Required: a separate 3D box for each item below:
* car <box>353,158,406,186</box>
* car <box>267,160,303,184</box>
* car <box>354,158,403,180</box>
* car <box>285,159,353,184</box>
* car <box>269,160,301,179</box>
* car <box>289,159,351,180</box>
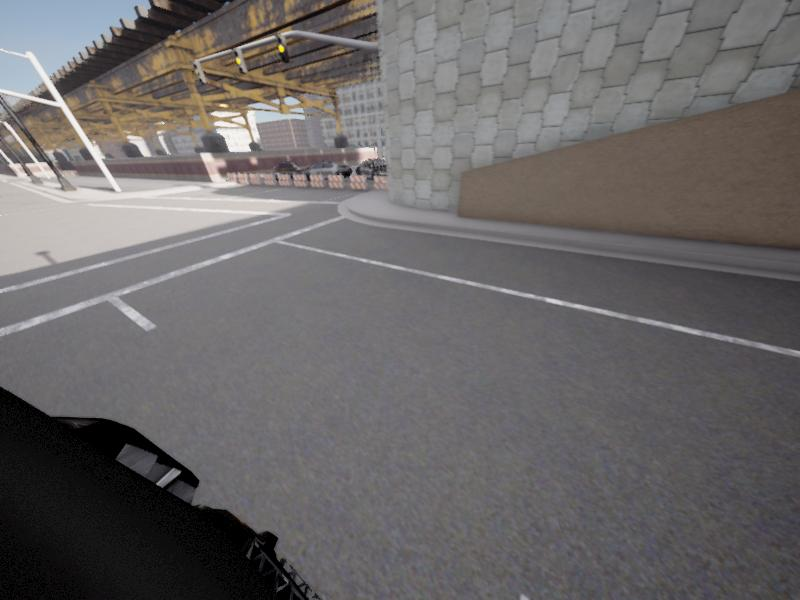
[{"bbox_3d":[-1.708,-9.990,17.802,2.038,1.542,4.974,-19,37,-23],"label":"car"},{"bbox_3d":[-10.625,-12.186,21.777,2.038,1.542,4.974,-10,34,-11],"label":"car"},{"bbox_3d":[-1.741,-10.145,17.753,1.853,1.218,4.536,-19,37,-23],"label":"car"},{"bbox_3d":[-6.693,-10.997,19.689,4.974,1.542,2.038,-5,33,-3],"label":"car"},{"bbox_3d":[-10.645,-12.345,21.732,1.853,1.218,4.536,-10,34,-11],"label":"car"},{"bbox_3d":[-6.648,-11.133,19.605,4.536,1.218,1.853,-5,33,-3],"label":"car"}]
